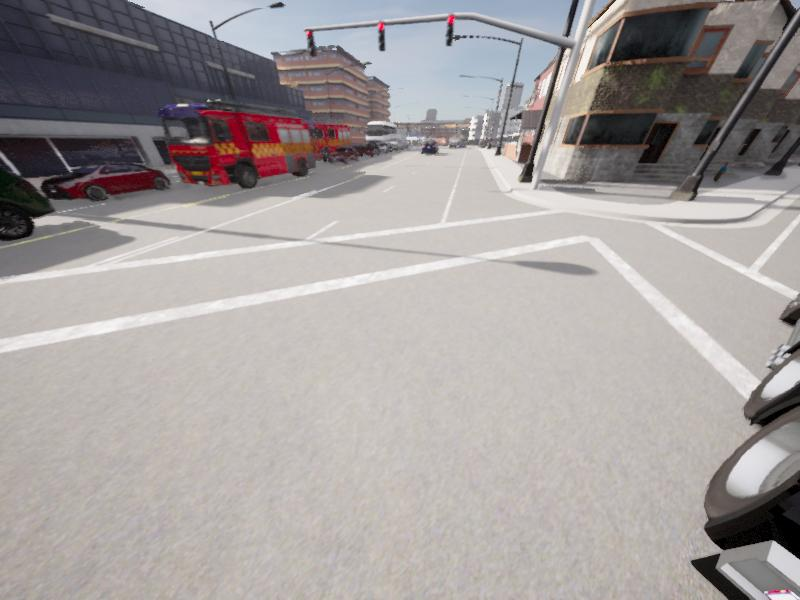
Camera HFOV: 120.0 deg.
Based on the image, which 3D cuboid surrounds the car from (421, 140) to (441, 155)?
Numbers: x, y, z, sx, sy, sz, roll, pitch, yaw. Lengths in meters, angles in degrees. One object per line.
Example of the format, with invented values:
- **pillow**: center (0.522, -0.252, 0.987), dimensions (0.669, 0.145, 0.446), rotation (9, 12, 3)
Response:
- **car**: center (4.681, -23.115, 34.873), dimensions (2.242, 1.667, 4.611), rotation (8, 37, 12)

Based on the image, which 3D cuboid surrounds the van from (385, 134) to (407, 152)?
- **van**: center (-0.607, -27.838, 40.858), dimensions (2.351, 2.431, 6.366), rotation (8, 36, 12)

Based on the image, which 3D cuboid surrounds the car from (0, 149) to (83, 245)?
- **car**: center (-11.750, -1.793, 4.732), dimensions (2.150, 2.045, 5.566), rotation (7, 35, 10)

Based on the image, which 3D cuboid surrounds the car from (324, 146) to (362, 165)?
- **car**: center (-5.842, -15.297, 24.363), dimensions (1.812, 1.442, 4.674), rotation (9, 37, 12)

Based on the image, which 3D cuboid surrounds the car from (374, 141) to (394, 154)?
- **car**: center (-2.408, -23.332, 35.346), dimensions (1.970, 1.475, 3.806), rotation (9, 37, 12)

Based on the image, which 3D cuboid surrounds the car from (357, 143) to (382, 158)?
- **car**: center (-3.938, -19.790, 30.484), dimensions (1.816, 1.474, 4.193), rotation (8, 37, 12)

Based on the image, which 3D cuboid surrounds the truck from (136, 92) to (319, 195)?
- **truck**: center (-8.832, -9.376, 14.038), dimensions (2.891, 3.827, 8.468), rotation (9, 36, 12)

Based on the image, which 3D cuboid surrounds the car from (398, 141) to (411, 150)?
- **car**: center (1.019, -31.489, 46.976), dimensions (1.812, 1.442, 4.674), rotation (7, 35, 10)

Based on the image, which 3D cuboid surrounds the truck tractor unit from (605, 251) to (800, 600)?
- **truck tractor unit**: center (5.090, -0.320, 0.823), dimensions (6.516, 4.208, 3.053), rotation (-19, 39, -25)

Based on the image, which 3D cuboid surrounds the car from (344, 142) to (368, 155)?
- **car**: center (-6.410, -22.406, 34.168), dimensions (1.994, 1.385, 4.181), rotation (8, 37, 11)

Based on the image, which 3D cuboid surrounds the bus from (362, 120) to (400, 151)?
- **bus**: center (-3.112, -30.792, 43.487), dimensions (3.944, 4.253, 10.273), rotation (8, 35, 12)

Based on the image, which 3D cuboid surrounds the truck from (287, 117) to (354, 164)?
- **truck**: center (-8.565, -18.390, 26.596), dimensions (2.891, 3.827, 8.468), rotation (9, 37, 12)

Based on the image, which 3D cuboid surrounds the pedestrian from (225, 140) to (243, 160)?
- **pedestrian**: center (-18.259, -16.496, 25.410), dimensions (0.751, 1.860, 0.751), rotation (2, 35, 2)

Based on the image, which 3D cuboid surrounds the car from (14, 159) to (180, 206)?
- **car**: center (-13.676, -5.710, 10.927), dimensions (1.994, 1.385, 4.181), rotation (8, 36, 12)

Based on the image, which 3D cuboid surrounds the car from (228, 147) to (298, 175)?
- **car**: center (-11.076, -11.666, 19.240), dimensions (2.038, 1.542, 4.974), rotation (8, 37, 12)
